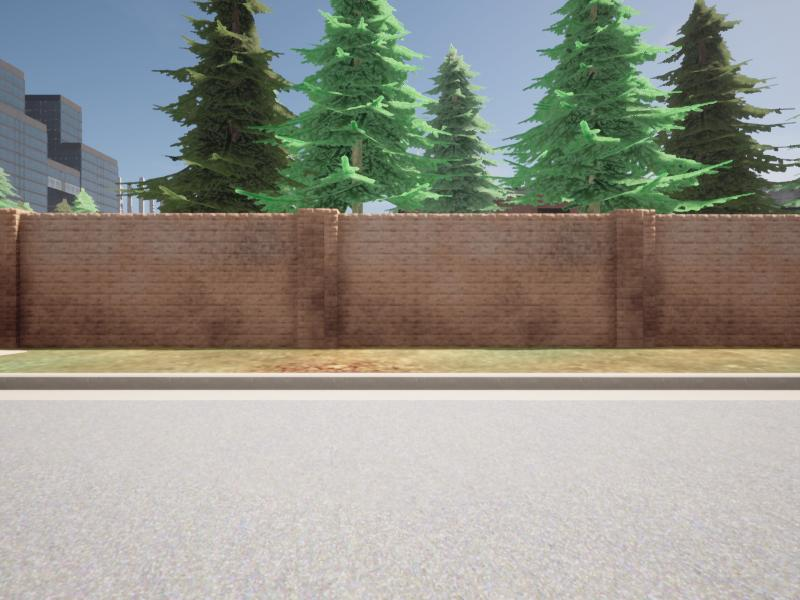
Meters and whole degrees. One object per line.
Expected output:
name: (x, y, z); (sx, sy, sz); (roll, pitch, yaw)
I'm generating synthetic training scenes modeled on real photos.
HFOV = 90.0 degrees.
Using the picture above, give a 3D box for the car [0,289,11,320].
car: (-20.323, 0.227, 18.158); (1.845, 1.501, 3.633); (0, 0, 0)

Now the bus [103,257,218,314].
bus: (-20.265, -1.141, 35.065); (3.944, 4.253, 10.273); (0, 1, 0)

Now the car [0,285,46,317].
car: (-23.841, 0.051, 23.526); (1.932, 1.855, 4.605); (0, 0, 0)
